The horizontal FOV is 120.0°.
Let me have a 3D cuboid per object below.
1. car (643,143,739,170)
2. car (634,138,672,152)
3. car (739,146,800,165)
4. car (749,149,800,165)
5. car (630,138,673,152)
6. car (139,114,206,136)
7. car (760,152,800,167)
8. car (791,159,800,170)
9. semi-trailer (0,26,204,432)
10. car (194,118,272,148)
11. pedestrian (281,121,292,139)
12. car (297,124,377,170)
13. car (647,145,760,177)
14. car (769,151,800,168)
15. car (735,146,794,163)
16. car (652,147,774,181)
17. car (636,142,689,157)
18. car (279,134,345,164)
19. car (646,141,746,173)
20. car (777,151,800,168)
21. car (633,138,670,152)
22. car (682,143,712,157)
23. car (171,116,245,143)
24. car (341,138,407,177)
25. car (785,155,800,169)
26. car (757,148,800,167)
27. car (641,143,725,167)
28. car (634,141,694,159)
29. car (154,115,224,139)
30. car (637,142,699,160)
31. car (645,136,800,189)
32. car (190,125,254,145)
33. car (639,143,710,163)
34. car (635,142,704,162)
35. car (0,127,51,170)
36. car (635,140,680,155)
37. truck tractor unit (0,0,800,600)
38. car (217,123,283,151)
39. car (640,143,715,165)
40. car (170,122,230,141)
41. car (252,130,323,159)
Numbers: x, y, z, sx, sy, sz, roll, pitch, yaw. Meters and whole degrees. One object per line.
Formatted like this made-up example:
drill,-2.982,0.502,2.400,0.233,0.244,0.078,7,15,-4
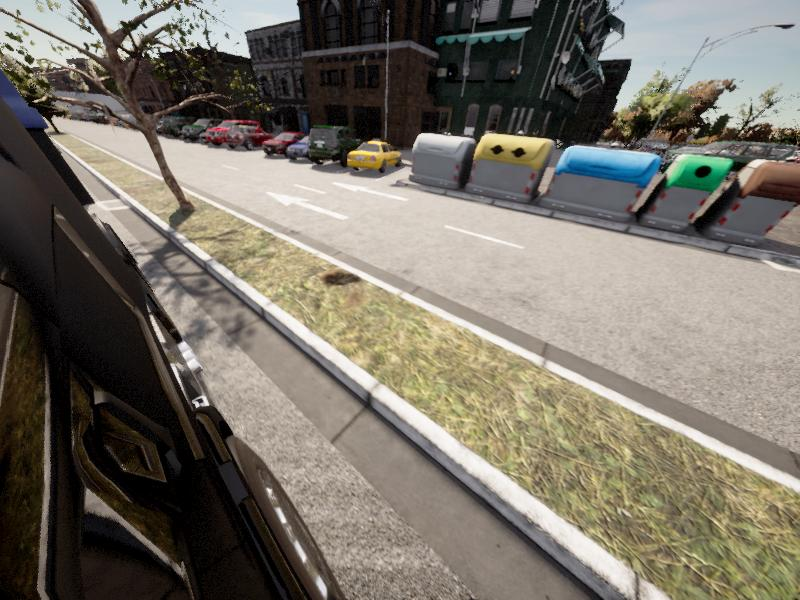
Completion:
car,27.058,-13.539,21.769,5.366,1.575,1.946,14,38,13
car,50.634,-31.106,46.397,4.442,1.987,1.878,14,39,13
car,67.495,-26.483,42.242,5.566,2.045,2.435,15,40,12
car,65.668,-25.010,40.370,4.553,1.767,2.185,15,40,12
car,54.445,-33.765,50.158,5.566,2.045,2.435,14,38,13
car,-29.900,-23.164,30.716,2.435,2.045,5.566,13,37,13
car,61.886,-22.196,36.575,4.892,1.521,2.231,15,40,12
car,54.433,-16.945,28.654,5.566,2.045,2.435,15,39,12
semi-trailer,-8.838,-3.506,4.081,14.254,4.402,2.717,26,43,28
car,-15.630,-16.036,22.239,2.435,2.045,5.566,13,37,12
pedestrian,-15.172,-22.763,30.936,0.751,1.860,0.751,25,42,24
car,-3.724,-10.127,15.201,2.435,2.045,5.566,13,37,13
car,23.207,-10.911,18.007,4.892,1.521,2.231,14,38,13
car,59.988,-20.954,34.577,4.553,1.767,2.185,15,39,12
car,69.425,-27.844,44.188,5.566,2.045,2.435,15,39,12
car,21.374,-9.546,16.129,4.674,1.452,2.002,14,39,13
car,39.752,-22.878,35.126,4.792,1.488,2.163,14,38,13
car,-6.121,-11.062,16.774,2.002,1.452,4.674,13,37,12
car,25.024,-12.351,19.837,4.553,1.767,2.185,14,38,13
car,58.116,-19.586,32.627,4.553,1.767,2.185,15,39,12
car,52.470,-32.439,48.297,4.442,1.987,1.878,14,39,13
car,53.740,-27.235,41.930,2.097,1.767,4.553,28,44,27
car,-20.390,-18.403,25.052,2.435,2.045,5.566,13,37,12
car,-1.295,-8.831,14.040,1.946,1.575,5.366,13,37,13
car,56.228,-18.103,30.782,4.792,1.488,2.163,15,40,12
car,63.884,-23.712,38.359,4.442,1.987,1.878,15,39,12
car,28.711,-14.905,23.704,4.892,1.521,2.231,14,38,13
car,37.714,-21.611,33.240,5.366,1.575,1.946,14,39,13
car,-25.143,-20.801,27.908,2.435,2.045,5.566,13,37,13
car,36.058,-20.240,31.310,5.008,1.535,2.097,14,39,13
car,19.527,-8.445,14.050,5.566,2.045,2.435,14,39,13
car,-18.027,-16.995,23.813,2.163,1.488,4.792,13,37,12
car,32.383,-17.568,27.500,5.008,1.535,2.097,14,38,13
car,34.043,-18.946,29.439,5.366,1.575,1.946,14,39,13
car,-18.805,-7.212,10.870,4.181,1.385,1.994,26,43,28
car,45.208,-27.009,40.742,4.553,1.767,2.185,14,38,13
truck tractor unit,-2.645,-0.295,0.352,6.516,4.208,3.053,28,44,30
car,-13.273,-14.750,20.905,2.185,1.767,4.553,13,37,13
car,30.521,-16.220,25.626,4.792,1.488,2.163,14,39,13
car,-22.787,-19.360,26.623,2.163,1.488,4.792,13,37,12
car,-8.505,-12.288,18.176,2.097,1.535,5.008,13,37,12
